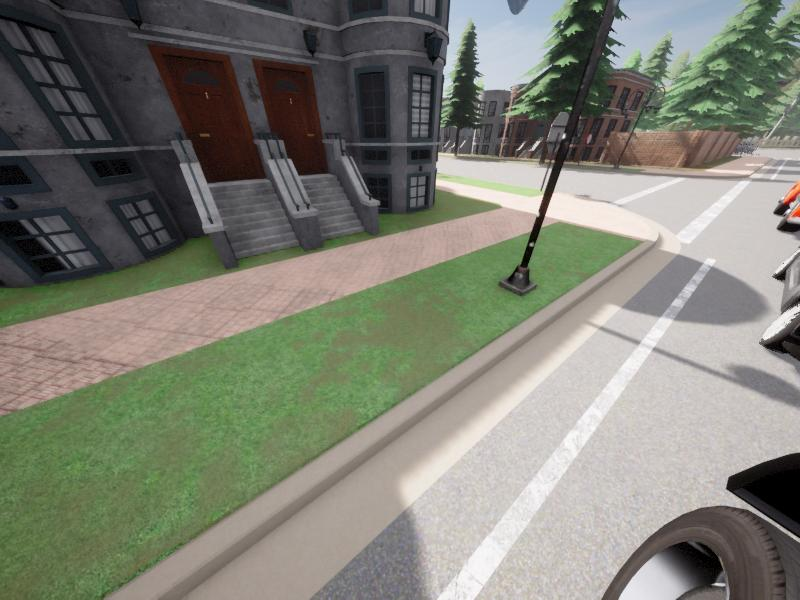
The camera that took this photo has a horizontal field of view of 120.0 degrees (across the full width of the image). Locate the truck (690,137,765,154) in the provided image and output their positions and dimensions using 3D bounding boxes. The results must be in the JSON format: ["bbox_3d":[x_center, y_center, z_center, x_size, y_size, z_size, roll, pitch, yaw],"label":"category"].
[{"bbox_3d":[50.841,-24.198,36.099,2.390,2.098,6.274,-22,41,-28],"label":"truck"}]

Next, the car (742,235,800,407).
[{"bbox_3d":[6.554,-0.173,2.708,5.238,1.638,1.930,-22,41,-28],"label":"car"}]

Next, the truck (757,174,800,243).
[{"bbox_3d":[12.786,-3.058,6.021,5.204,2.467,2.627,-22,41,-28],"label":"truck"}]

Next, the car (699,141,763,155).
[{"bbox_3d":[48.500,-22.405,33.984,2.152,1.651,5.027,-22,40,-28],"label":"car"}]
